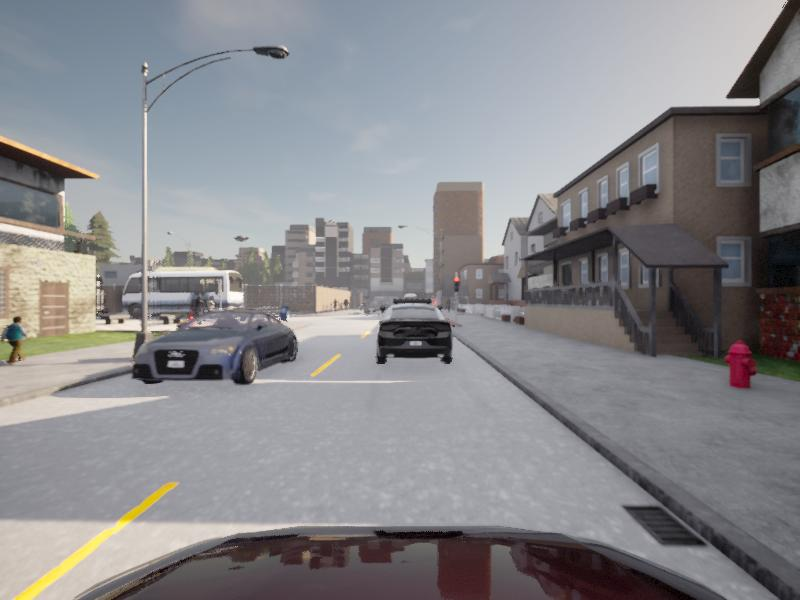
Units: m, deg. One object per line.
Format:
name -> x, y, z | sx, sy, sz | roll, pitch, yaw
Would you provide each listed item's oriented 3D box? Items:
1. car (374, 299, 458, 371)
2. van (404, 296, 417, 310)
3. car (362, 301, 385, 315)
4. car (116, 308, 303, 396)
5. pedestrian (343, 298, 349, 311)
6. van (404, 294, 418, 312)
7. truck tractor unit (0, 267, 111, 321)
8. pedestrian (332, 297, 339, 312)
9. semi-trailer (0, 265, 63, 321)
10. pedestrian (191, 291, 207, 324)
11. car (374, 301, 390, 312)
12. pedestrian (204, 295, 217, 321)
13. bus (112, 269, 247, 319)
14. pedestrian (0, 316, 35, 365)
car -> 0.355, 0.786, 11.767 | 1.930, 1.638, 5.238 | 0, 0, 0
van -> 1.843, 0.473, 72.028 | 2.351, 2.431, 6.366 | 0, 0, 0
car -> -2.943, 0.896, 45.340 | 2.128, 1.511, 4.902 | 0, 0, 3
car -> -3.740, 0.919, 8.861 | 1.994, 1.385, 4.181 | 0, 0, 3
pedestrian -> -7.776, 0.608, 57.471 | 0.751, 1.860, 0.751 | 0, 0, 8
van -> 1.554, 0.401, 60.553 | 1.988, 2.561, 5.915 | 0, 0, 0
truck tractor unit -> -28.301, -0.480, 33.076 | 6.516, 4.208, 3.053 | 0, 0, 1
pedestrian -> -8.088, 0.600, 50.274 | 0.751, 1.860, 0.751 | 0, 0, 1
semi-trailer -> -36.209, -0.575, 33.245 | 14.254, 4.402, 2.717 | 0, 0, 1
pedestrian -> -11.620, 0.437, 23.168 | 0.751, 1.860, 0.751 | 0, 0, -33
car -> -2.564, 0.906, 58.479 | 2.038, 1.542, 4.974 | 0, 0, 2
pedestrian -> -13.858, 0.562, 29.249 | 0.751, 1.860, 0.751 | 0, 0, -14
bus -> -19.987, -0.493, 36.798 | 10.273, 4.253, 3.944 | -1, 0, 2
pedestrian -> -8.951, 0.925, 9.286 | 0.500, 1.100, 0.500 | 0, 0, -9
